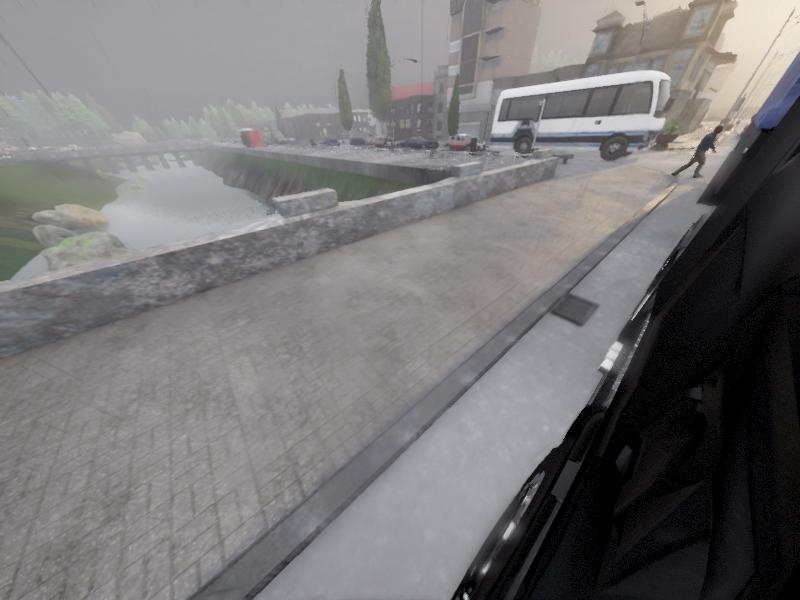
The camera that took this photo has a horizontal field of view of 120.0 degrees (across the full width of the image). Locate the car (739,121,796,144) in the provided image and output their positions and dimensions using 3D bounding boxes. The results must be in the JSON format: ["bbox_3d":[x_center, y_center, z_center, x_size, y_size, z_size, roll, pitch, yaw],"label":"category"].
[{"bbox_3d":[30.572,-14.034,19.329,4.181,1.385,1.994,-28,43,-30],"label":"car"}]

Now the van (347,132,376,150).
[{"bbox_3d":[-5.678,-23.438,33.945,1.775,1.987,4.442,-28,44,-30],"label":"van"}]

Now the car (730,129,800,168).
[{"bbox_3d":[19.237,-7.949,11.976,4.718,1.301,1.895,-28,43,-30],"label":"car"}]

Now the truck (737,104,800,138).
[{"bbox_3d":[36.997,-17.918,23.187,5.204,2.467,2.627,-28,43,-30],"label":"truck"}]

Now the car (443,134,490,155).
[{"bbox_3d":[6.277,-15.122,22.366,1.970,1.475,3.806,-28,44,-30],"label":"car"}]

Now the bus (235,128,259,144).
[{"bbox_3d":[-52.884,-56.454,79.710,3.944,4.253,10.273,-28,43,-30],"label":"bus"}]

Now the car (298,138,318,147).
[{"bbox_3d":[-18.800,-32.071,47.047,1.895,1.301,4.718,-28,43,-30],"label":"car"}]

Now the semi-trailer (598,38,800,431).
[{"bbox_3d":[8.693,-3.607,4.235,14.254,4.402,2.717,-28,43,-30],"label":"semi-trailer"}]

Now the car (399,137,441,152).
[{"bbox_3d":[2.197,-17.826,26.436,1.895,1.301,4.718,-28,43,-30],"label":"car"}]

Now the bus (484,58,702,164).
[{"bbox_3d":[11.901,-12.556,16.200,3.944,4.253,10.273,-29,44,-31],"label":"bus"}]

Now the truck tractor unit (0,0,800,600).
[{"bbox_3d":[2.645,-0.295,0.351,6.516,4.208,3.053,-28,44,-30],"label":"truck tractor unit"}]

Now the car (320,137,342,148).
[{"bbox_3d":[-12.164,-27.639,40.477,1.816,1.474,4.193,-28,43,-30],"label":"car"}]

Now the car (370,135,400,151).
[{"bbox_3d":[-1.950,-20.707,30.446,1.970,1.475,3.806,-28,44,-30],"label":"car"}]

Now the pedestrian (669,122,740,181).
[{"bbox_3d":[11.944,-5.846,9.131,0.751,1.860,0.751,-17,39,-18],"label":"pedestrian"}]

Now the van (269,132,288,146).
[{"bbox_3d":[-30.526,-40.520,58.142,1.988,2.561,5.915,-28,43,-30],"label":"van"}]

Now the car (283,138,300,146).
[{"bbox_3d":[-24.954,-36.303,53.040,1.812,1.442,4.674,-28,43,-30],"label":"car"}]

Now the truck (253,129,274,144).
[{"bbox_3d":[-46.316,-55.436,78.249,2.891,3.827,8.468,-28,43,-30],"label":"truck"}]
